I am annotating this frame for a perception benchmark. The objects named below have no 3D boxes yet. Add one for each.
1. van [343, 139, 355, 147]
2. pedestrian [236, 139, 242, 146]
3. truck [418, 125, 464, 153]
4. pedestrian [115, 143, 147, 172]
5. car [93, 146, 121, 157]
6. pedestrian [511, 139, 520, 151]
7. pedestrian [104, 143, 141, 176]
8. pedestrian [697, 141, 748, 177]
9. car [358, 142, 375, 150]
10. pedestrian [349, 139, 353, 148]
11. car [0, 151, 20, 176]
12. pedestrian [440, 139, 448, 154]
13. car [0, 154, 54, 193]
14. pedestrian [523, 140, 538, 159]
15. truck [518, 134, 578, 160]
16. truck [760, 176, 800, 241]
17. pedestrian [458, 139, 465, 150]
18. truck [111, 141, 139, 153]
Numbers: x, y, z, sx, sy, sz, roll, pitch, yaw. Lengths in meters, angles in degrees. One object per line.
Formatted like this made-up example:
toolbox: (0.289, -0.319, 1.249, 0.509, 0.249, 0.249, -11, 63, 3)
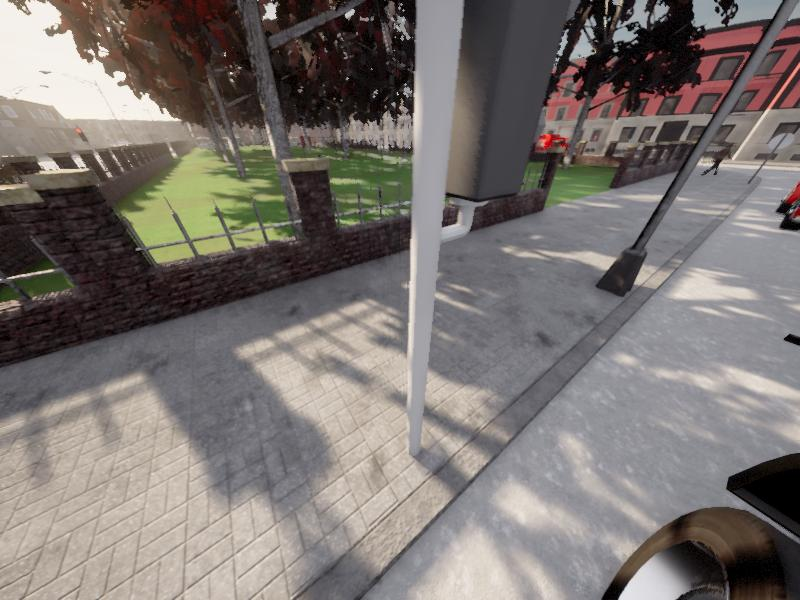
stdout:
van: (-16.931, -51.866, 76.314, 1.775, 1.987, 4.442, -22, 41, -28)
pedestrian: (-52.564, -51.419, 75.439, 0.751, 1.860, 0.751, -14, 38, -19)
truck: (7.042, -29.121, 41.881, 2.891, 3.827, 8.468, -22, 41, -28)
pedestrian: (-20.483, -10.867, 17.648, 0.751, 1.860, 0.751, -23, 41, -28)
car: (-50.769, -25.873, 40.129, 1.812, 1.442, 4.674, -22, 41, -28)
pedestrian: (20.884, -27.942, 41.677, 0.751, 1.860, 0.751, -16, 38, -21)
pedestrian: (-18.898, -9.569, 15.793, 0.751, 1.860, 0.751, -22, 41, -28)
pedestrian: (19.823, -8.685, 14.266, 0.751, 1.860, 0.751, 3, 35, 5)
car: (-8.990, -41.088, 61.521, 2.152, 1.651, 5.027, -22, 41, -28)
pedestrian: (-12.463, -39.970, 58.901, 0.751, 1.860, 0.751, -11, 37, -15)
car: (-30.915, -9.765, 16.698, 1.837, 1.490, 4.892, -22, 41, -28)
pedestrian: (6.759, -23.837, 35.865, 0.751, 1.860, 0.751, -22, 41, -28)
car: (-22.553, -7.155, 12.920, 2.128, 1.511, 4.902, -24, 42, -30)
pedestrian: (14.845, -17.192, 26.375, 0.751, 1.860, 0.751, -22, 41, -28)
truck: (18.372, -19.261, 28.981, 2.627, 2.467, 5.204, -23, 41, -28)
truck: (13.003, -3.126, 6.106, 5.204, 2.467, 2.627, -22, 41, -28)
pedestrian: (12.572, -31.816, 47.150, 0.751, 1.860, 0.751, -22, 40, -27)
truck: (-59.566, -33.366, 50.256, 2.390, 2.098, 6.274, -22, 41, -28)
